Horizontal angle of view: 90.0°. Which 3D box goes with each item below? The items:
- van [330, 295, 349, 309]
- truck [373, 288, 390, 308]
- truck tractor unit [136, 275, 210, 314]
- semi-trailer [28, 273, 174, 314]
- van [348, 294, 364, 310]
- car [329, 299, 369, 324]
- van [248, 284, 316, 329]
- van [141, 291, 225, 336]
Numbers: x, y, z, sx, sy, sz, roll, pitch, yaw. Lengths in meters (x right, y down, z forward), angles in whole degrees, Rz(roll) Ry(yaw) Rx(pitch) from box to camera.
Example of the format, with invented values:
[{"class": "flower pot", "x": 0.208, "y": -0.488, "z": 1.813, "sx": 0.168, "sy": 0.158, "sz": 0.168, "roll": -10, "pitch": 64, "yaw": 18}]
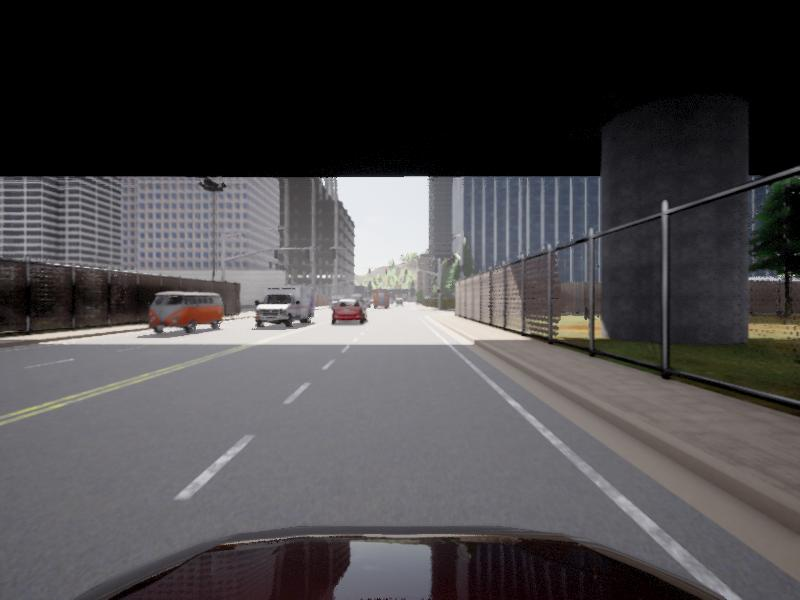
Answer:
[{"class": "van", "x": -10.554, "y": 0.356, "z": 70.010, "sx": 2.351, "sy": 2.431, "sz": 6.366, "roll": 0, "pitch": 0, "yaw": 0}, {"class": "truck", "x": -3.553, "y": -0.345, "z": 79.643, "sx": 2.891, "sy": 3.827, "sz": 8.468, "roll": 0, "pitch": 0, "yaw": 0}, {"class": "truck tractor unit", "x": -25.139, "y": -0.579, "z": 44.527, "sx": 6.516, "sy": 4.208, "sz": 3.053, "roll": 0, "pitch": 0, "yaw": 0}, {"class": "semi-trailer", "x": -33.053, "y": -0.686, "z": 44.528, "sx": 14.254, "sy": 4.402, "sz": 2.717, "roll": 0, "pitch": 0, "yaw": 0}, {"class": "van", "x": -7.002, "y": 0.302, "z": 64.373, "sx": 1.988, "sy": 2.561, "sz": 5.915, "roll": 0, "pitch": 0, "yaw": -1}, {"class": "car", "x": -3.497, "y": 0.747, "z": 28.365, "sx": 2.242, "sy": 1.667, "sz": 4.611, "roll": 0, "pitch": 0, "yaw": -1}, {"class": "van", "x": -7.018, "y": 0.370, "z": 24.795, "sx": 2.351, "sy": 2.431, "sz": 6.366, "roll": 0, "pitch": 0, "yaw": 0}, {"class": "van", "x": -10.511, "y": 0.590, "z": 19.804, "sx": 1.775, "sy": 1.987, "sz": 4.442, "roll": 0, "pitch": 0, "yaw": 0}]
